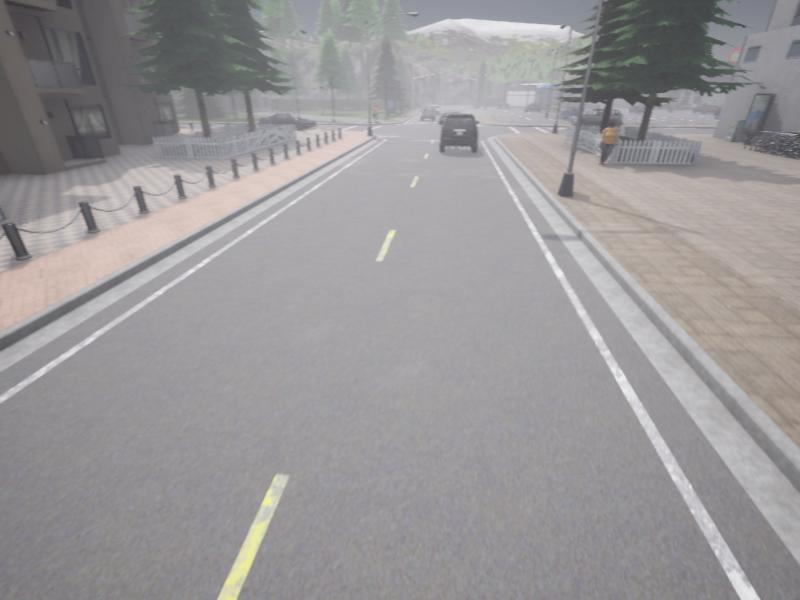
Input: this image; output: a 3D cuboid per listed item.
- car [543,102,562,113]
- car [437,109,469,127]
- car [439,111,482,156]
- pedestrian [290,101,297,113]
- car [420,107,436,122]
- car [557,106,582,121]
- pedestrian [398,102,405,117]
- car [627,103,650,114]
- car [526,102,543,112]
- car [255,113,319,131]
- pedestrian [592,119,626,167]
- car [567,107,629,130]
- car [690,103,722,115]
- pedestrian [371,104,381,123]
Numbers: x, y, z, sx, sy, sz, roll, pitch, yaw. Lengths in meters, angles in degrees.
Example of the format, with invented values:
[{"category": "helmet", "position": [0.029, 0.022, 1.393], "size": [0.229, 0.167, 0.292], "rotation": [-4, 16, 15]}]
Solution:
[{"category": "car", "position": [27.575, -34.969, 72.492], "size": [2.152, 1.636, 5.027], "rotation": [3, 27, 6]}, {"category": "car", "position": [5.912, -20.086, 44.004], "size": [2.163, 1.488, 4.792], "rotation": [11, 29, 20]}, {"category": "car", "position": [3.565, -10.174, 24.137], "size": [2.150, 2.045, 5.566], "rotation": [3, 27, 6]}, {"category": "pedestrian", "position": [-18.090, -32.752, 67.842], "size": [0.751, 1.860, 0.751], "rotation": [-16, 31, -28]}, {"category": "car", "position": [3.518, -23.180, 49.922], "size": [1.789, 1.549, 3.705], "rotation": [3, 28, 6]}, {"category": "car", "position": [21.099, -23.271, 49.875], "size": [1.845, 1.501, 3.633], "rotation": [3, 27, 6]}, {"category": "pedestrian", "position": [0.217, -26.890, 56.429], "size": [0.751, 1.860, 0.751], "rotation": [-5, 28, -10]}, {"category": "car", "position": [38.329, -30.801, 64.356], "size": [1.845, 1.501, 3.633], "rotation": [3, 27, 6]}, {"category": "car", "position": [24.458, -35.121, 72.812], "size": [2.007, 1.523, 4.514], "rotation": [3, 27, 6]}, {"category": "car", "position": [-10.695, -16.982, 38.060], "size": [5.357, 1.411, 2.033], "rotation": [3, 27, 7]}, {"category": "pedestrian", "position": [9.058, -6.828, 17.430], "size": [0.751, 1.860, 0.751], "rotation": [3, 27, 6]}, {"category": "car", "position": [18.497, -17.083, 37.684], "size": [4.605, 1.855, 1.932], "rotation": [3, 27, 7]}, {"category": "car", "position": [48.232, -30.215, 63.156], "size": [2.007, 1.523, 4.514], "rotation": [3, 27, 6]}, {"category": "pedestrian", "position": [-2.579, -20.323, 43.671], "size": [0.751, 1.860, 0.751], "rotation": [-16, 31, -28]}]
